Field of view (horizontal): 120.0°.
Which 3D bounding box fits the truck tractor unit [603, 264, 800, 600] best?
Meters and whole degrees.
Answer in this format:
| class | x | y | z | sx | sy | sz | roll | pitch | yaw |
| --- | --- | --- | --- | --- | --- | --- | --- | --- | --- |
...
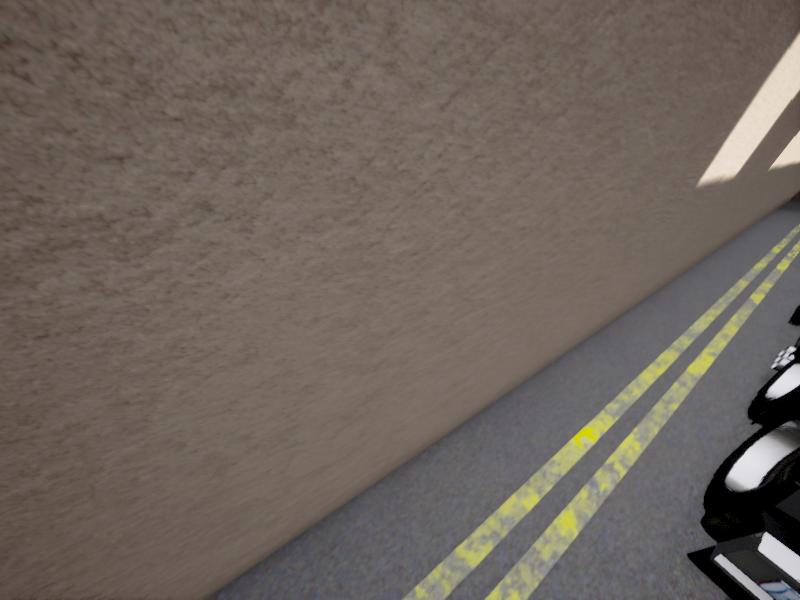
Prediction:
| class | x | y | z | sx | sy | sz | roll | pitch | yaw |
| --- | --- | --- | --- | --- | --- | --- | --- | --- | --- |
| truck tractor unit | 5.107 | -0.303 | 0.796 | 6.516 | 4.208 | 3.053 | -18 | 38 | -24 |
